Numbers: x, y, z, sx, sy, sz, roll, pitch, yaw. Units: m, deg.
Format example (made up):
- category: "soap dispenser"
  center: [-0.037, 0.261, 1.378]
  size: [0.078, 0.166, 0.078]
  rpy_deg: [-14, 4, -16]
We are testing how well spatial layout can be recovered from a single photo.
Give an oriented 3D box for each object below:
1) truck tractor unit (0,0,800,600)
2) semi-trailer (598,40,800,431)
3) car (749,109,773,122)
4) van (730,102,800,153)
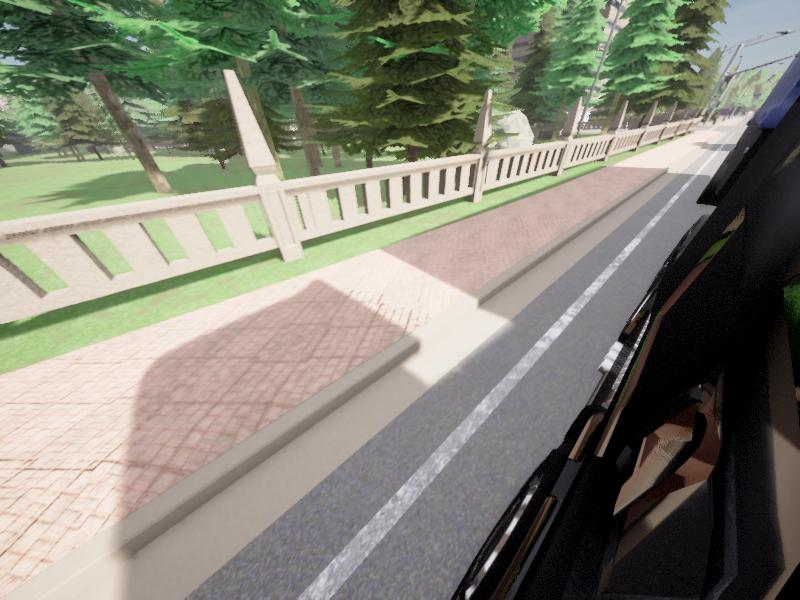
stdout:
- category: "truck tractor unit"
  center: [2.645, -0.295, 0.352]
  size: [6.516, 4.208, 3.053]
  rpy_deg: [-28, 44, -30]
- category: "semi-trailer"
  center: [8.687, -3.622, 4.226]
  size: [14.254, 4.402, 2.717]
  rpy_deg: [-28, 44, -30]
- category: "car"
  center: [80.938, -41.482, 51.849]
  size: [5.566, 2.045, 2.150]
  rpy_deg: [-28, 44, -30]
- category: "van"
  center: [25.024, -11.593, 15.419]
  size: [6.366, 2.431, 2.351]
  rpy_deg: [-28, 44, -30]
